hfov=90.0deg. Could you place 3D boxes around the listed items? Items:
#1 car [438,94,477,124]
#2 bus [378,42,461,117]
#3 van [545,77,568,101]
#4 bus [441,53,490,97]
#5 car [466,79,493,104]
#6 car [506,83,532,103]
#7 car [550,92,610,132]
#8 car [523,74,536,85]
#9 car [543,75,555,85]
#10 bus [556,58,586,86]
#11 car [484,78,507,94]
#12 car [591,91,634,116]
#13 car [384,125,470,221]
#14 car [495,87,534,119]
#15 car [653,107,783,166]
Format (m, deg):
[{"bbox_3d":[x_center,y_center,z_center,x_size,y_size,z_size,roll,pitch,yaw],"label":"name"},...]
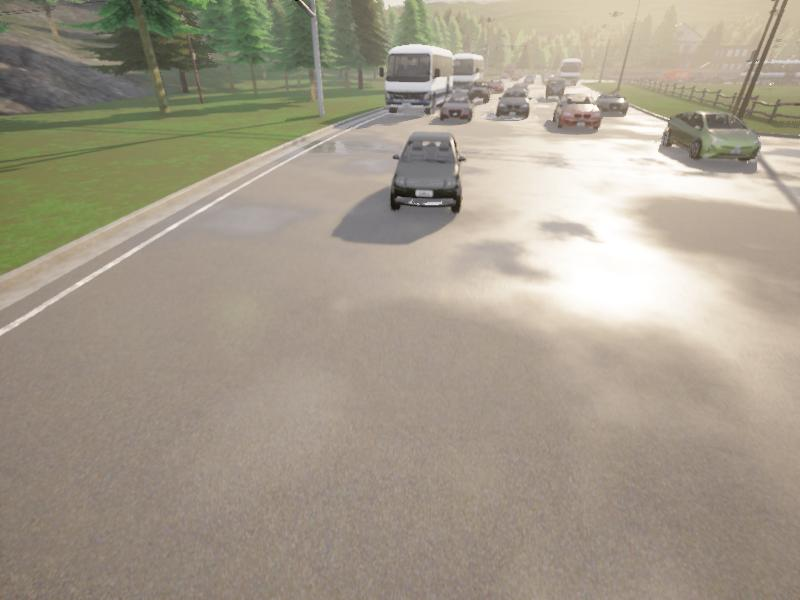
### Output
[{"bbox_3d":[3.783,-12.418,25.856,1.994,1.385,4.181,7,31,11],"label":"car"},{"bbox_3d":[1.850,-16.860,30.574,3.944,4.253,10.273,8,31,13],"label":"bus"},{"bbox_3d":[16.339,-22.182,42.008,1.775,1.987,4.442,9,32,14],"label":"van"},{"bbox_3d":[8.200,-27.689,49.100,3.944,4.253,10.273,9,31,14],"label":"bus"},{"bbox_3d":[7.597,-19.787,37.943,1.905,1.878,3.866,9,32,14],"label":"car"},{"bbox_3d":[12.102,-21.014,40.481,2.163,1.488,4.792,9,31,14],"label":"car"},{"bbox_3d":[10.280,-11.050,23.279,2.242,1.667,4.611,7,31,11],"label":"car"},{"bbox_3d":[24.937,-42.420,76.969,2.033,1.649,4.856,9,31,14],"label":"car"},{"bbox_3d":[28.120,-41.593,75.631,1.801,1.575,5.366,9,31,14],"label":"car"},{"bbox_3d":[32.200,-43.216,75.793,3.944,4.253,10.273,9,31,14],"label":"bus"},{"bbox_3d":[12.372,-27.634,51.595,2.242,1.667,4.611,9,31,14],"label":"car"},{"bbox_3d":[15.782,-14.766,29.961,1.994,1.385,4.181,8,31,13],"label":"car"},{"bbox_3d":[0.766,-3.441,10.335,1.789,1.549,3.705,4,30,6],"label":"car"},{"bbox_3d":[8.008,-13.866,28.063,2.242,1.667,4.611,8,31,12],"label":"car"},{"bbox_3d":[12.205,-6.610,15.858,2.007,1.525,4.514,5,31,8],"label":"car"}]
